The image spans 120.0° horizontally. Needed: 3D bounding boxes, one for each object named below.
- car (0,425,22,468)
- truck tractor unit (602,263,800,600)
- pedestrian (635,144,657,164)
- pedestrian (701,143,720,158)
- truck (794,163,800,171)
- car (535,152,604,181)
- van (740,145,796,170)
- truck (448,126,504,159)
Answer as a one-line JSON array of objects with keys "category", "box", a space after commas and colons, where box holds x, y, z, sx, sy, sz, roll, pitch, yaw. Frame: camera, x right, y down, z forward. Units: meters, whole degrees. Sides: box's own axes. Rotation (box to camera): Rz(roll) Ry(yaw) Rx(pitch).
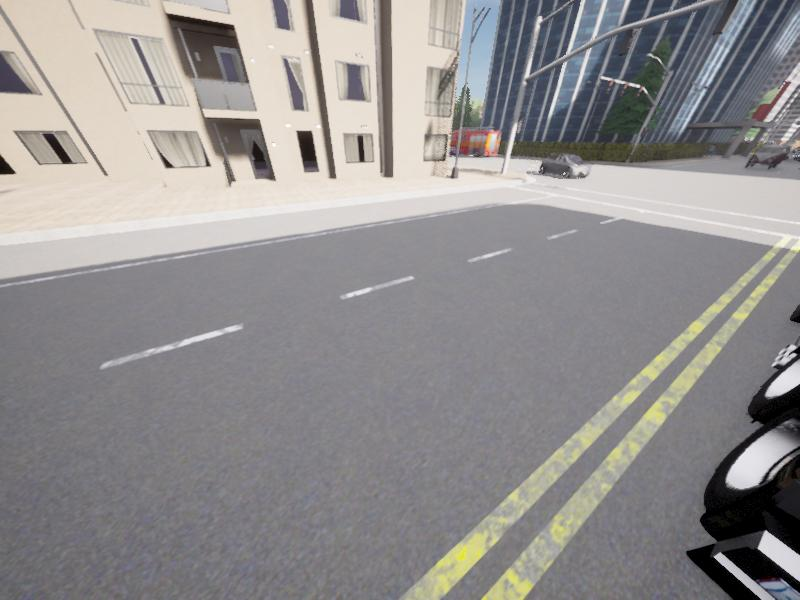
[{"category": "car", "box": [-4.658, 1.693, 0.238, 3.806, 1.475, 1.970, -18, 39, -24]}, {"category": "truck tractor unit", "box": [5.108, -0.304, 0.784, 6.516, 4.208, 3.053, -18, 39, -24]}, {"category": "pedestrian", "box": [27.083, -16.116, 25.459, 0.751, 1.860, 0.751, 10, 36, 14]}, {"category": "pedestrian", "box": [46.042, -22.144, 34.283, 0.751, 1.860, 0.751, -18, 39, -24]}, {"category": "truck", "box": [42.868, -14.736, 22.198, 8.468, 3.827, 2.891, -18, 39, -24]}, {"category": "car", "box": [12.191, -9.868, 16.953, 1.845, 1.501, 3.633, -6, 35, -10]}, {"category": "van", "box": [37.150, -14.425, 23.313, 4.442, 1.987, 1.775, -18, 39, -24]}, {"category": "truck", "box": [11.653, -25.112, 36.846, 2.891, 3.827, 8.468, -18, 39, -24]}]
